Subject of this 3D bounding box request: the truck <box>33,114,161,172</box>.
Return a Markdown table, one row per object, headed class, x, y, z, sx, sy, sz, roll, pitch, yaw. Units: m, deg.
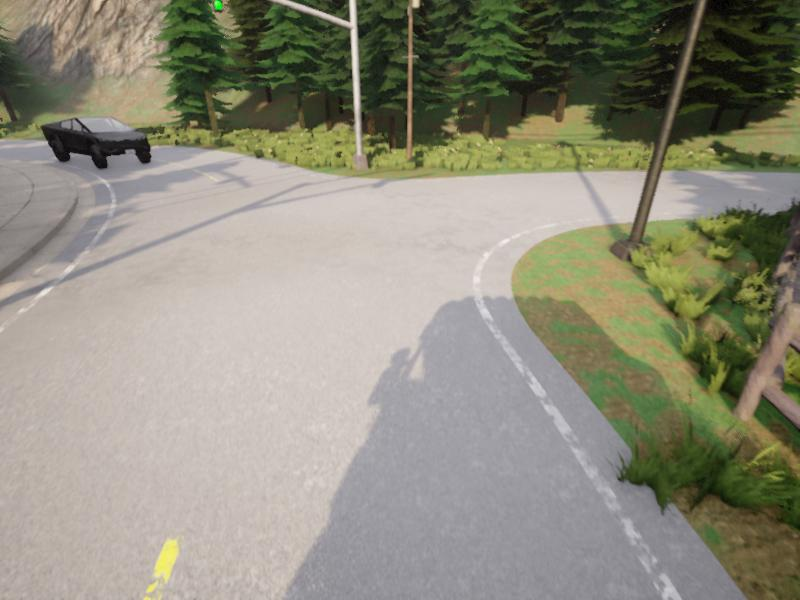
| class | x | y | z | sx | sy | sz | roll | pitch | yaw |
| --- | --- | --- | --- | --- | --- | --- | --- | --- | --- |
| truck | -14.917 | -7.861 | 19.662 | 6.274 | 2.098 | 2.390 | 17 | 32 | 29 |
